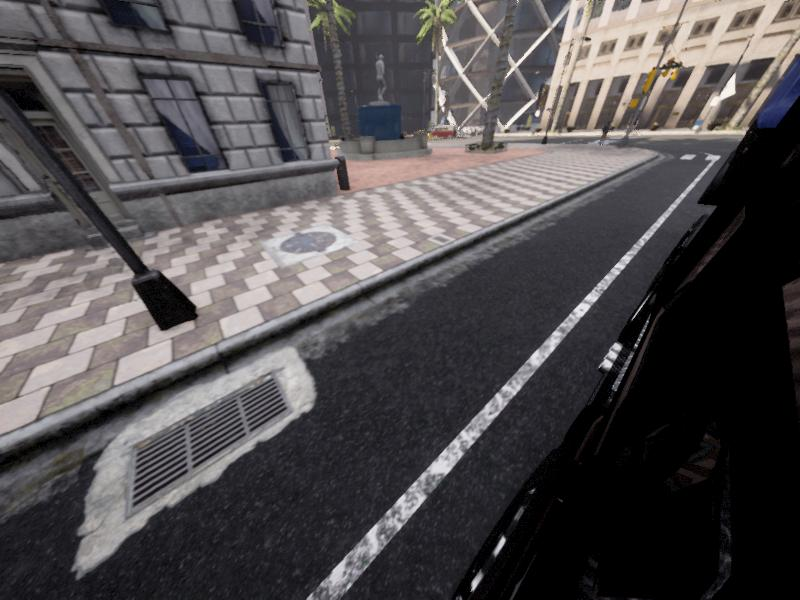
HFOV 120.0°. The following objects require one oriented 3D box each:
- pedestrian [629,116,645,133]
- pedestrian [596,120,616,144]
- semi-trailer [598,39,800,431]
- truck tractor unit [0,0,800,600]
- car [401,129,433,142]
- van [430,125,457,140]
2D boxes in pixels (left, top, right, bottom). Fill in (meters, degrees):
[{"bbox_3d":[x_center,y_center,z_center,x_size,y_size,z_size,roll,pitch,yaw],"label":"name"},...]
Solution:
[{"bbox_3d":[32.959,-24.398,32.168,0.751,1.860,0.751,11,39,18],"label":"pedestrian"},{"bbox_3d":[20.264,-16.521,22.754,0.751,1.860,0.751,-30,45,-32],"label":"pedestrian"},{"bbox_3d":[8.706,-3.605,4.212,14.254,4.402,2.717,-28,44,-30],"label":"semi-trailer"},{"bbox_3d":[2.645,-0.295,0.351,6.516,4.208,3.053,-28,44,-30],"label":"truck tractor unit"},{"bbox_3d":[3.063,-29.724,41.734,5.366,1.575,1.801,9,39,15],"label":"car"},{"bbox_3d":[8.108,-31.086,42.881,4.442,1.987,1.775,13,40,20],"label":"van"}]
